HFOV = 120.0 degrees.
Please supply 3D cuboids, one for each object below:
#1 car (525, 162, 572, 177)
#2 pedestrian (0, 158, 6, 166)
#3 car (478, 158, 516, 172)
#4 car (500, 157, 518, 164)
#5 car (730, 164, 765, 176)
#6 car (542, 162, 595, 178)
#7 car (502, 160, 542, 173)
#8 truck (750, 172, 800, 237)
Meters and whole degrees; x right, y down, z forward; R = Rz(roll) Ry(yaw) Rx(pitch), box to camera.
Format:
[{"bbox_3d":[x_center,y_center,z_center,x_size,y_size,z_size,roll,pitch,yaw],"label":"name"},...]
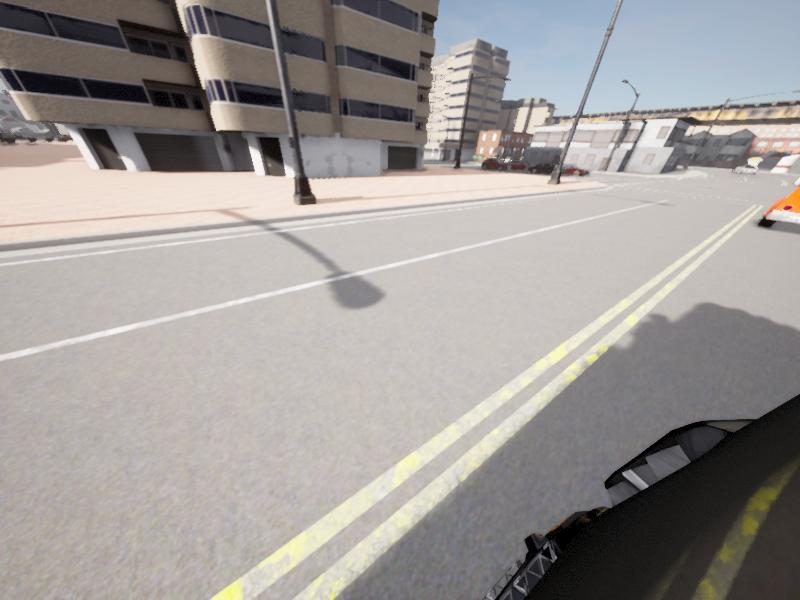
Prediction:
[{"bbox_3d":[19.450,-17.284,30.463,1.812,1.442,4.674,-19,39,-29],"label":"car"},{"bbox_3d":[-27.914,-9.791,15.723,0.500,1.100,0.500,7,34,6],"label":"pedestrian"},{"bbox_3d":[14.934,-21.029,35.852,2.033,1.649,4.856,-19,38,-29],"label":"car"},{"bbox_3d":[29.273,-37.618,62.197,1.970,1.475,3.806,-19,38,-29],"label":"car"},{"bbox_3d":[63.074,-23.693,42.041,1.812,1.442,4.674,22,40,27],"label":"car"},{"bbox_3d":[22.848,-17.834,31.571,2.033,1.411,5.357,-19,39,-29],"label":"car"},{"bbox_3d":[18.993,-21.011,36.187,2.163,1.488,4.792,-19,38,-29],"label":"car"},{"bbox_3d":[17.253,-4.017,9.087,5.204,2.467,2.627,-18,39,-28],"label":"truck"}]
